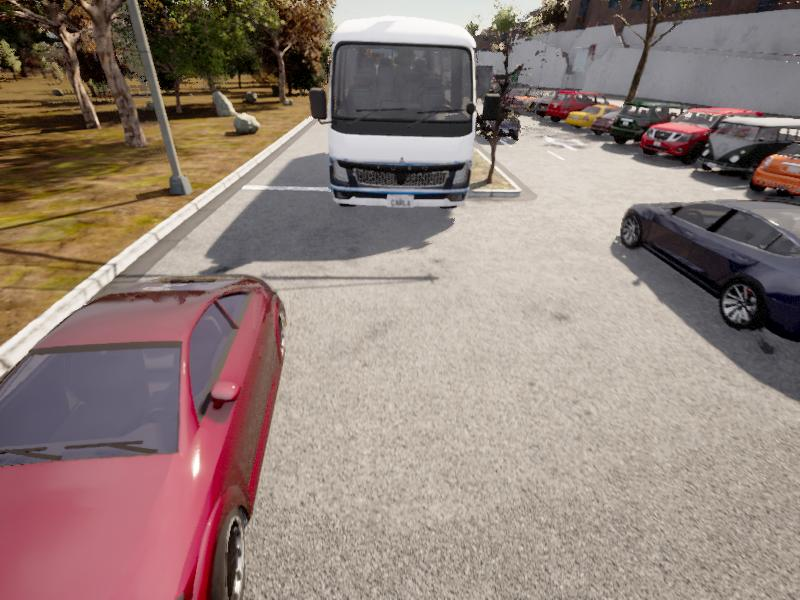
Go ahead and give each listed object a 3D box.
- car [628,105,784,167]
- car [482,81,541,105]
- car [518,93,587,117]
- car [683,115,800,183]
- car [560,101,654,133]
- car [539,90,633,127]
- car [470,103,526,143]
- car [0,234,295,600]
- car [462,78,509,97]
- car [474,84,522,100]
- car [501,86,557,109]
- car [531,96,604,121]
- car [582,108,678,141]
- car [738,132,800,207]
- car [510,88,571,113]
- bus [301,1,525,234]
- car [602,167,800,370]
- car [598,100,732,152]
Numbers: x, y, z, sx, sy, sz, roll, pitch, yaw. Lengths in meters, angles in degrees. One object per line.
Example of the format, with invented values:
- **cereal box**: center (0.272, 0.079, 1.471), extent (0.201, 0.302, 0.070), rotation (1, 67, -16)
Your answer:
- **car**: center (13.462, -7.339, 17.720), extent (5.566, 2.045, 2.435), rotation (-10, 33, -20)
- **car**: center (12.152, -22.589, 43.593), extent (5.566, 2.045, 2.435), rotation (-10, 32, -21)
- **car**: center (12.685, -16.285, 33.366), extent (4.892, 1.521, 2.231), rotation (-10, 33, -21)
- **car**: center (13.489, -5.775, 15.115), extent (4.442, 1.987, 1.878), rotation (-10, 33, -20)
- **car**: center (13.264, -11.747, 25.686), extent (5.366, 1.575, 1.946), rotation (-10, 32, -21)
- **car**: center (12.993, -13.462, 28.089), extent (5.566, 2.045, 2.435), rotation (-10, 33, -21)
- **car**: center (5.193, -9.702, 21.763), extent (1.816, 1.474, 4.193), rotation (0, 31, -3)
- **car**: center (-2.204, 0.859, 3.390), extent (1.994, 1.385, 4.181), rotation (-3, 30, -7)
- **car**: center (11.544, -28.614, 53.918), extent (5.566, 2.045, 2.435), rotation (-10, 33, -21)
- **car**: center (12.007, -25.421, 48.946), extent (5.366, 1.575, 1.946), rotation (-10, 32, -21)
- **car**: center (12.373, -19.435, 38.460), extent (4.553, 1.767, 2.185), rotation (-10, 32, -21)
- **car**: center (12.842, -14.746, 30.814), extent (4.792, 1.488, 2.163), rotation (-10, 32, -21)
- **car**: center (13.219, -10.154, 23.059), extent (4.674, 1.452, 2.002), rotation (-10, 32, -21)
- **car**: center (13.652, -4.174, 12.608), extent (4.553, 1.767, 2.185), rotation (-9, 32, -20)
- **car**: center (12.575, -17.921, 35.894), extent (4.553, 1.767, 2.185), rotation (-10, 33, -21)
- **bus**: center (0.008, -6.070, 12.514), extent (3.944, 4.253, 10.273), rotation (1, 32, -3)
- **car**: center (5.731, -0.950, 6.714), extent (2.163, 1.488, 4.792), rotation (1, 30, -1)
- **car**: center (13.390, -8.881, 20.336), extent (5.566, 2.045, 2.435), rotation (-10, 32, -20)
